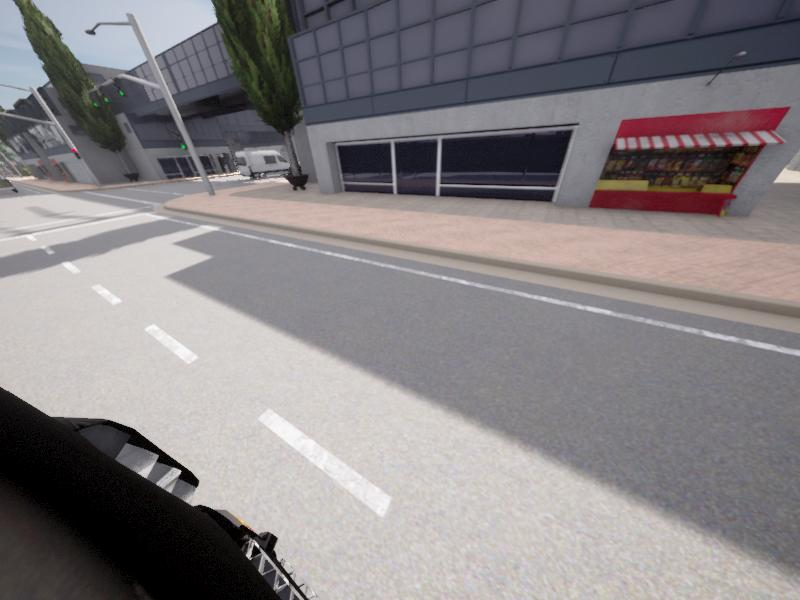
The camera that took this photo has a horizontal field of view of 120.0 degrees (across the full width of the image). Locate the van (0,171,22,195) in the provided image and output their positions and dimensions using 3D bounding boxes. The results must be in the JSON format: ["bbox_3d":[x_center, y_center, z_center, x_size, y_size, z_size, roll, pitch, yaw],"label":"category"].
[{"bbox_3d":[-43.205,-12.524,24.615,4.480,2.038,2.069,17,38,27],"label":"van"}]

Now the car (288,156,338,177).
[{"bbox_3d":[-9.852,-15.454,26.656,1.930,1.638,5.238,16,38,26],"label":"car"}]

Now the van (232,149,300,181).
[{"bbox_3d":[-14.553,-15.047,25.615,1.988,2.561,5.915,16,38,26],"label":"van"}]
